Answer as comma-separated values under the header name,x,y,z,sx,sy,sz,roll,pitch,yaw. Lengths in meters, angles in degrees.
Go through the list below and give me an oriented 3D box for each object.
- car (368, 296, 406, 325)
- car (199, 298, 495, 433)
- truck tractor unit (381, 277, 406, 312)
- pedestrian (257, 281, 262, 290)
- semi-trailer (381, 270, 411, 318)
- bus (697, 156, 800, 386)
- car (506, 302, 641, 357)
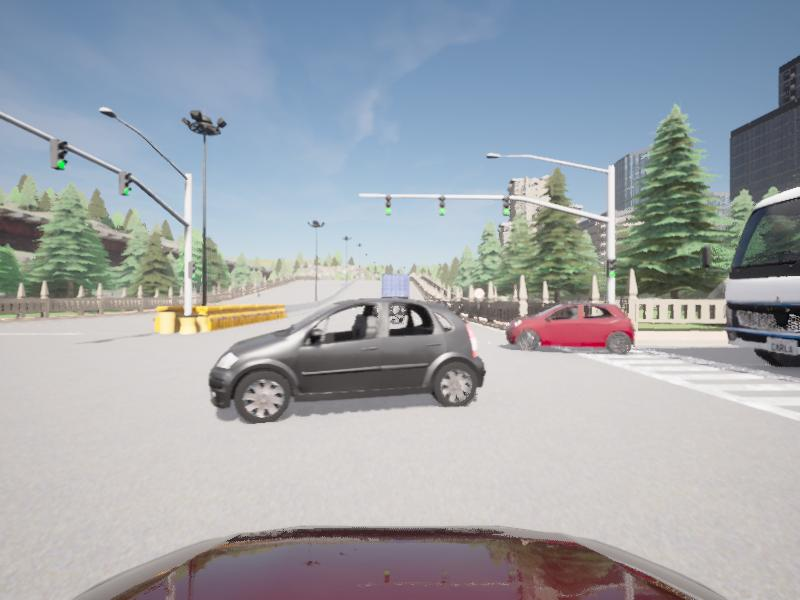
name,x,y,z,sx,sy,sz,roll,pitch,yaw
car,-1.007,0.655,27.719,1.932,1.855,4.605,0,0,-11
car,-0.763,0.789,6.259,3.988,1.617,1.851,0,0,-16
truck tractor unit,-0.888,-0.763,51.726,3.053,4.208,6.516,0,3,-1
pedestrian,-30.078,-3.059,85.635,0.751,1.860,0.751,0,0,-1
semi-trailer,-0.631,-0.665,43.839,2.717,4.402,14.254,0,1,-2
bus,12.509,-0.532,8.026,10.273,4.253,3.944,0,0,-2
car,5.210,0.828,12.552,3.633,1.501,1.845,0,0,15
